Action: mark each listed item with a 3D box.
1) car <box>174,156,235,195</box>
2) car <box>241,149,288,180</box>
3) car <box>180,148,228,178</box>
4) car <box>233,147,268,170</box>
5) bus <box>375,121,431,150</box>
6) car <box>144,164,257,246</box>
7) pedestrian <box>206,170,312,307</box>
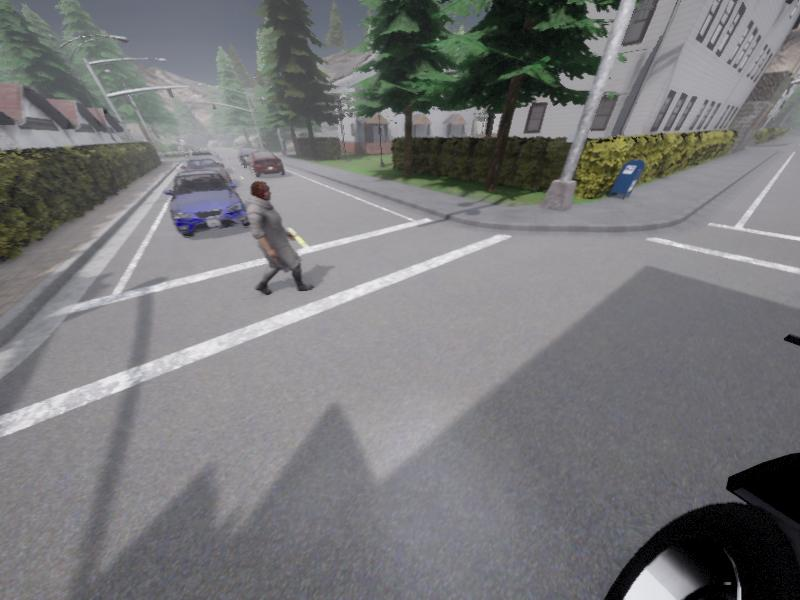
[{"bbox_3d":[-10.984,-7.195,13.126,1.994,1.385,4.181,-23,41,-27],"label":"car"},{"bbox_3d":[-10.056,-10.079,16.970,1.882,1.535,5.008,-23,41,-27],"label":"car"},{"bbox_3d":[-15.574,-11.065,18.432,2.152,1.651,5.027,-23,41,-27],"label":"car"},{"bbox_3d":[-14.263,-13.559,21.940,1.882,1.535,5.008,-23,41,-27],"label":"car"},{"bbox_3d":[0.759,-32.444,45.460,10.273,4.253,3.944,-23,41,-26],"label":"bus"},{"bbox_3d":[-6.246,-3.320,7.499,1.816,1.474,4.193,-23,41,-27],"label":"car"},{"bbox_3d":[-2.011,-0.915,3.631,0.751,1.860,0.751,-10,37,-13],"label":"pedestrian"}]
